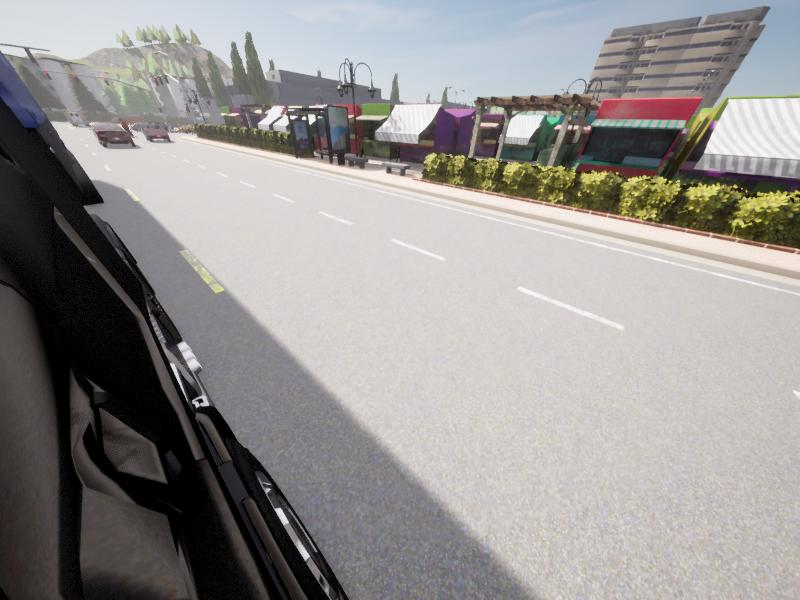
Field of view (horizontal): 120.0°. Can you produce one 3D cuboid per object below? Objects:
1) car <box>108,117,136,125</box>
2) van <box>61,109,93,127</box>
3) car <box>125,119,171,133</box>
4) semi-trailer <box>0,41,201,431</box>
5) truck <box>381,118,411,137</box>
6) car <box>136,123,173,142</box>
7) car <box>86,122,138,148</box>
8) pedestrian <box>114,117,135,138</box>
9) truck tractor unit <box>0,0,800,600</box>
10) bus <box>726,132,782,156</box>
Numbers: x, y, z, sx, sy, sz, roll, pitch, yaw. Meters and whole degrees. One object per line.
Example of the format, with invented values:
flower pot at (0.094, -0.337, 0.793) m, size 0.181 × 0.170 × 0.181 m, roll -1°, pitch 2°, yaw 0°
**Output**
car at (-73.405, -47.280, 61.037) m, size 2.152 × 1.651 × 5.027 m, roll -5°, pitch 38°, yaw -10°
van at (-62.347, -35.202, 44.686) m, size 2.351 × 2.431 × 6.366 m, roll -28°, pitch 47°, yaw -35°
car at (-39.737, -27.463, 36.540) m, size 2.007 × 1.525 × 4.514 m, roll 30°, pitch 45°, yaw 32°
semi-trailer at (-8.683, -3.618, 4.239) m, size 14.254 × 4.402 × 2.717 m, roll 28°, pitch 44°, yaw 30°
truck at (-1.091, -46.409, 62.376) m, size 2.891 × 3.827 × 8.468 m, roll 30°, pitch 44°, yaw 31°
car at (-25.604, -17.491, 24.111) m, size 3.633 × 1.501 × 1.845 m, roll 31°, pitch 45°, yaw 33°
car at (-24.004, -13.764, 19.228) m, size 5.008 × 1.535 × 1.882 m, roll 29°, pitch 44°, yaw 30°
pedestrian at (-31.403, -19.700, 26.378) m, size 0.751 × 1.860 × 0.751 m, roll 28°, pitch 44°, yaw 30°
truck tractor unit at (-2.645, -0.295, 0.351) m, size 6.516 × 4.208 × 3.053 m, roll 28°, pitch 44°, yaw 30°
bus at (84.568, -37.592, 55.565) m, size 3.944 × 4.253 × 10.273 m, roll 28°, pitch 44°, yaw 30°
